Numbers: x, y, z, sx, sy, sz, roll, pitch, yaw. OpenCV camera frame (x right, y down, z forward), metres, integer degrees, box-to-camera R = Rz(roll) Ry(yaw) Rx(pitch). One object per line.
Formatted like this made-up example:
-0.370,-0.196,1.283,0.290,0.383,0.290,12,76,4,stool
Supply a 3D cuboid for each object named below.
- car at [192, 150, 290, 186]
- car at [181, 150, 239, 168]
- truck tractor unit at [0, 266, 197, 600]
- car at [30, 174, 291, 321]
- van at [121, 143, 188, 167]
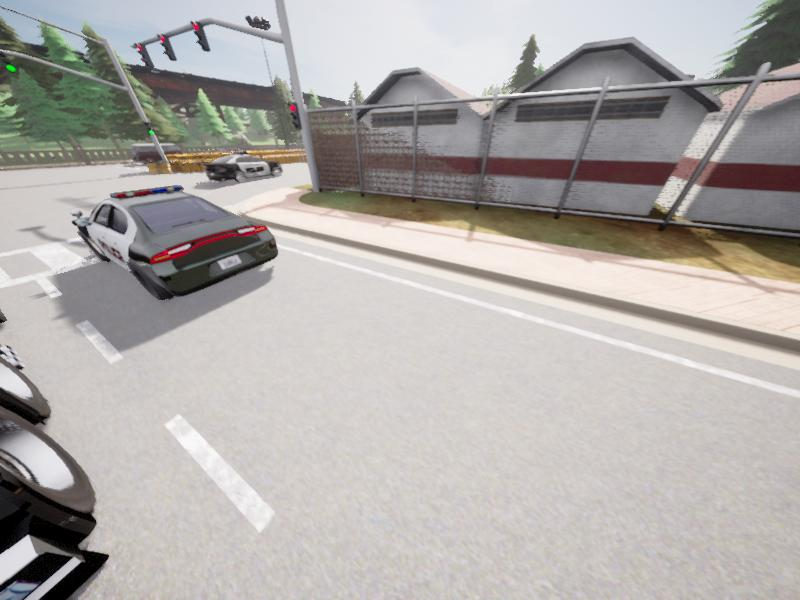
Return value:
-10.374,-9.120,15.729,1.930,1.638,5.238,10,36,17,car
-20.364,-15.323,24.948,1.994,1.385,4.181,17,38,23,car
-5.114,-0.299,0.770,6.516,4.208,3.053,18,39,24,truck tractor unit
-5.009,-1.528,4.888,4.974,1.542,2.038,19,39,25,car
-27.468,-16.442,26.070,1.775,1.987,4.442,17,38,23,van
